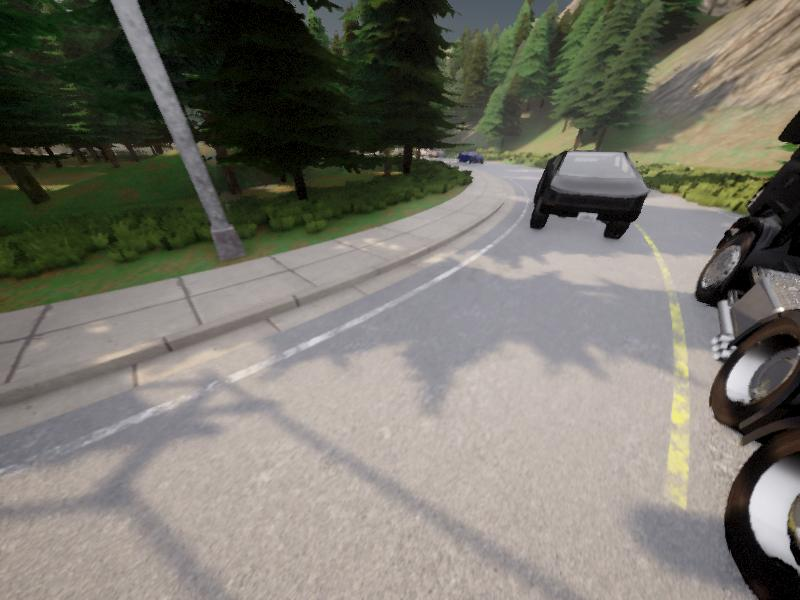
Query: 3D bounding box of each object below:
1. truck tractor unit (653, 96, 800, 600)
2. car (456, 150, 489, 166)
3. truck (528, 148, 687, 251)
[{"bbox_3d":[4.801,-0.528,1.124,3.053,4.208,6.516,30,44,36],"label":"truck tractor unit"},{"bbox_3d":[8.901,-17.934,29.048,1.882,1.535,5.008,-5,35,-8],"label":"car"},{"bbox_3d":[6.274,-4.012,8.127,2.390,2.098,6.274,16,37,22],"label":"truck"}]
